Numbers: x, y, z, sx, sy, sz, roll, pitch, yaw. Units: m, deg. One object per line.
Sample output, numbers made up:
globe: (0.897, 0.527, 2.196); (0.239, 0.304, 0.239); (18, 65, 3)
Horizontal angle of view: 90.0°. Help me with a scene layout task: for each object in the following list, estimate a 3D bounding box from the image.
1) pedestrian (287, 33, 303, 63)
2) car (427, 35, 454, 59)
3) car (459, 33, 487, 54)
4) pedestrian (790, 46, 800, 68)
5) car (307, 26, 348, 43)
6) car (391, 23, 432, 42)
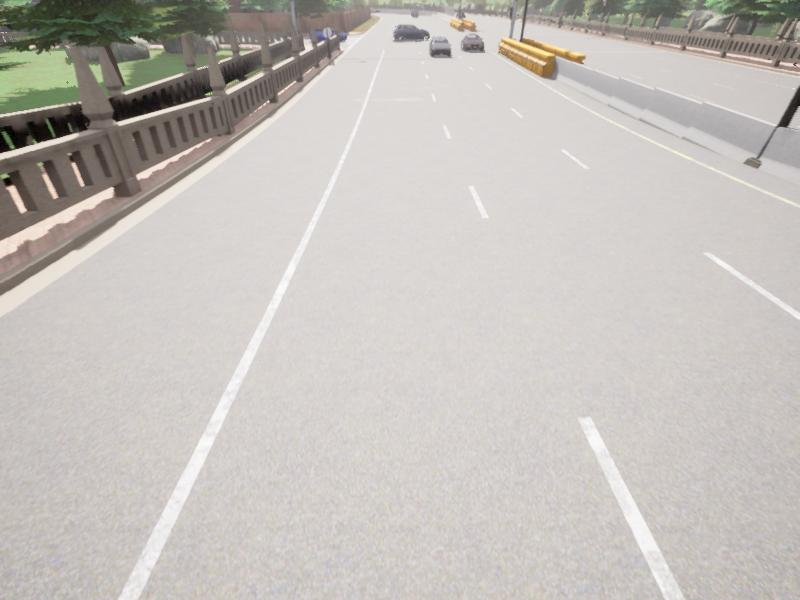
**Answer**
pedestrian: (-8.142, -19.570, 31.085); (0.751, 1.860, 0.751); (1, 37, 2)
car: (3.621, -23.155, 36.532); (2.033, 1.411, 5.357); (0, 37, 0)
car: (7.147, -25.386, 39.517); (1.994, 1.385, 4.181); (0, 37, 0)
pedestrian: (29.309, -17.872, 28.826); (0.751, 1.860, 0.751); (0, 37, 0)
car: (-8.624, -31.855, 47.985); (4.514, 1.525, 2.007); (-1, 37, -1)
car: (1.368, -32.994, 49.271); (4.553, 1.767, 2.097); (-9, 38, -12)
